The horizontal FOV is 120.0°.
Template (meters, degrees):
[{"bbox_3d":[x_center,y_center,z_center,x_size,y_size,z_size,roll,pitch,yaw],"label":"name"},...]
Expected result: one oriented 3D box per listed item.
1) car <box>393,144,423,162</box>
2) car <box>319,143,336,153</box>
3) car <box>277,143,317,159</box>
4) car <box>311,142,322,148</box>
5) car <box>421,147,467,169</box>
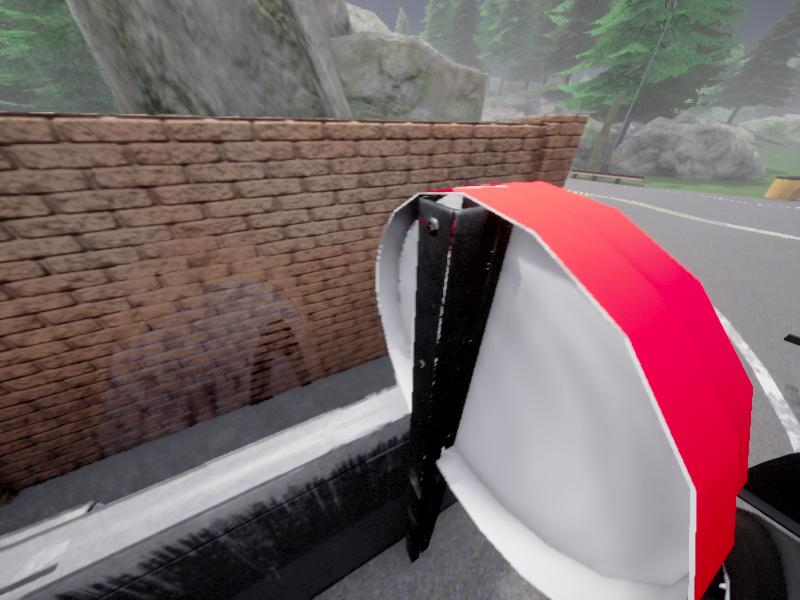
[{"bbox_3d":[0.813,-16.474,25.851,1.789,1.549,3.705,-16,38,-21],"label":"car"},{"bbox_3d":[-14.296,-29.832,45.238,2.128,1.511,4.902,-16,38,-20],"label":"car"},{"bbox_3d":[-15.484,-22.474,34.851,4.856,1.649,2.033,-22,41,-25],"label":"car"},{"bbox_3d":[-25.983,-48.428,72.070,2.163,1.488,4.792,-16,38,-20],"label":"car"},{"bbox_3d":[3.775,-12.857,20.787,1.994,1.385,4.181,-15,37,-20],"label":"car"}]
